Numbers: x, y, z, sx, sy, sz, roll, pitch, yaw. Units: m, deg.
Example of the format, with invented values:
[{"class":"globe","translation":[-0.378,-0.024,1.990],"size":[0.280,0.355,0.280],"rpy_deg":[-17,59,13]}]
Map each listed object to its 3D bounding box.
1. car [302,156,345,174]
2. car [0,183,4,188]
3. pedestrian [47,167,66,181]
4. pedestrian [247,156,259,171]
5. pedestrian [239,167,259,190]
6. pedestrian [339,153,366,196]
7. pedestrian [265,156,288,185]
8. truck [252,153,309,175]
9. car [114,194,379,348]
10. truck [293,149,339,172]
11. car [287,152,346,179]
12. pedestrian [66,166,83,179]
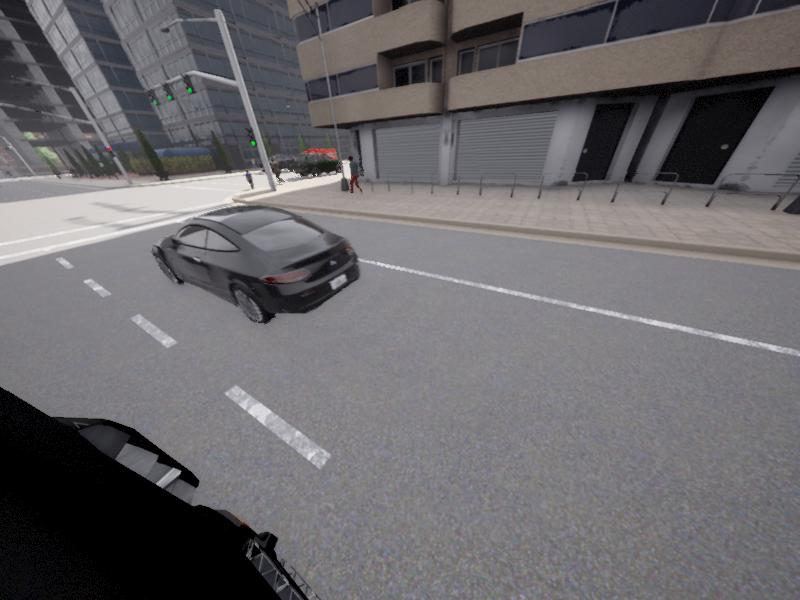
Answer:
[{"class":"car","translation":[-9.425,-16.948,28.980],"size":[2.038,1.542,4.974],"rpy_deg":[16,38,26]},{"class":"car","translation":[-59.466,-16.893,33.113],"size":[3.806,1.475,1.970],"rpy_deg":[16,38,26]},{"class":"pedestrian","translation":[-54.891,-20.166,36.960],"size":[0.751,1.860,0.751],"rpy_deg":[12,36,22]},{"class":"pedestrian","translation":[-22.682,-21.132,35.743],"size":[0.751,1.860,0.751],"rpy_deg":[-3,33,1]},{"class":"pedestrian","translation":[-10.568,-8.529,16.238],"size":[0.751,1.300,0.751],"rpy_deg":[-16,36,-19]},{"class":"pedestrian","translation":[-2.429,-6.474,11.957],"size":[0.751,1.860,0.751],"rpy_deg":[21,40,32]},{"class":"pedestrian","translation":[-9.535,-10.043,17.933],"size":[0.751,1.860,0.751],"rpy_deg":[7,35,15]},{"class":"truck","translation":[-15.924,-18.472,31.296],"size":[2.390,2.098,6.274],"rpy_deg":[16,38,27]},{"class":"car","translation":[-2.911,-0.976,4.388],"size":[4.674,1.442,1.812],"rpy_deg":[16,38,26]},{"class":"truck","translation":[-11.371,-19.258,31.787],"size":[2.627,2.467,5.204],"rpy_deg":[16,38,26]},{"class":"car","translation":[-8.518,-14.263,24.374],"size":[2.150,2.045,5.566],"rpy_deg":[16,38,26]},{"class":"pedestrian","translation":[-54.680,-21.416,38.831],"size":[0.751,1.860,0.751],"rpy_deg":[15,38,25]}]
